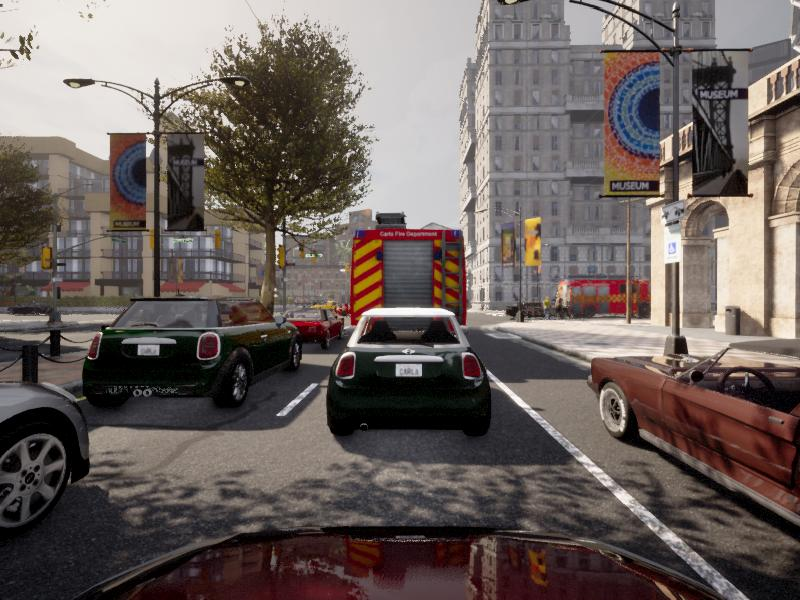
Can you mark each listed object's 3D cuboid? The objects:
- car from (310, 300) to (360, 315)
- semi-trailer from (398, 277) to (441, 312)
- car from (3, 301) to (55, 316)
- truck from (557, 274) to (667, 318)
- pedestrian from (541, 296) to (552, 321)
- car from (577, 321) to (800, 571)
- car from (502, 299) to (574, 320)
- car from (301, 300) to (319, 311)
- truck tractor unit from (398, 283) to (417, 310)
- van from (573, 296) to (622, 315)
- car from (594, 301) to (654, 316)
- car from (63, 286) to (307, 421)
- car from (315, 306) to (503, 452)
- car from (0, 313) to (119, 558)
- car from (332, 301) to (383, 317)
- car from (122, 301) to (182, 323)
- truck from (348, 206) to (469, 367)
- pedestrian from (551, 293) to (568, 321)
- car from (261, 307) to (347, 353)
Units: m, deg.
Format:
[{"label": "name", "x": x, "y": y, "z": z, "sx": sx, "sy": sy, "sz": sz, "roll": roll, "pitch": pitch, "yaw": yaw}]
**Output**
[{"label": "car", "x": -7.107, "y": 0.801, "z": 44.052, "sx": 1.801, "sy": 1.575, "sz": 5.366, "roll": 0, "pitch": 0, "yaw": 44}, {"label": "semi-trailer", "x": 2.403, "y": -0.618, "z": 57.545, "sx": 2.717, "sy": 4.402, "sz": 14.254, "roll": 0, "pitch": 0, "yaw": -12}, {"label": "car", "x": -37.560, "y": 0.826, "z": 40.572, "sx": 3.633, "sy": 1.501, "sz": 1.845, "roll": 0, "pitch": 0, "yaw": 1}, {"label": "truck", "x": 19.015, "y": -0.321, "z": 36.271, "sx": 8.468, "sy": 3.827, "sz": 2.891, "roll": 0, "pitch": 0, "yaw": 1}, {"label": "pedestrian", "x": 11.050, "y": 0.637, "z": 30.149, "sx": 0.751, "sy": 1.860, "sz": 0.751, "roll": 0, "pitch": 0, "yaw": 16}, {"label": "car", "x": 3.308, "y": 0.938, "z": 3.058, "sx": 1.895, "sy": 1.301, "sz": 4.718, "roll": 0, "pitch": 0, "yaw": 1}, {"label": "car", "x": 11.278, "y": 0.771, "z": 32.884, "sx": 5.238, "sy": 1.638, "sz": 1.930, "roll": 0, "pitch": 0, "yaw": 1}, {"label": "car", "x": -13.798, "y": 0.815, "z": 61.323, "sx": 1.789, "sy": 1.549, "sz": 3.705, "roll": 0, "pitch": 0, "yaw": 1}, {"label": "truck tractor unit", "x": 1.260, "y": -0.516, "z": 65.335, "sx": 3.053, "sy": 4.208, "sz": 6.516, "roll": 0, "pitch": 0, "yaw": 2}, {"label": "van", "x": 21.300, "y": 0.599, "z": 43.240, "sx": 4.442, "sy": 1.987, "sz": 1.775, "roll": 0, "pitch": 0, "yaw": 1}, {"label": "car", "x": 22.181, "y": 0.844, "z": 39.726, "sx": 4.892, "sy": 1.490, "sz": 1.837, "roll": 0, "pitch": 0, "yaw": 1}, {"label": "car", "x": -3.355, "y": 0.694, "z": 7.527, "sx": 2.097, "sy": 1.767, "sz": 4.553, "roll": 0, "pitch": 0, "yaw": 1}, {"label": "car", "x": 0.119, "y": 0.853, "z": 6.110, "sx": 1.970, "sy": 1.475, "sz": 3.806, "roll": 0, "pitch": 0, "yaw": 1}, {"label": "car", "x": -3.473, "y": 0.853, "z": 1.600, "sx": 1.970, "sy": 1.475, "sz": 3.806, "roll": 0, "pitch": 0, "yaw": 1}, {"label": "car", "x": -4.069, "y": 0.828, "z": 38.007, "sx": 4.514, "sy": 1.525, "sz": 2.007, "roll": 0, "pitch": 0, "yaw": -19}, {"label": "car", "x": -18.707, "y": 0.826, "z": 30.139, "sx": 4.974, "sy": 1.542, "sz": 2.038, "roll": 0, "pitch": 0, "yaw": 35}, {"label": "truck", "x": 0.274, "y": -0.321, "z": 13.781, "sx": 2.891, "sy": 3.827, "sz": 8.468, "roll": 0, "pitch": 0, "yaw": 1}, {"label": "pedestrian", "x": 11.087, "y": 0.485, "z": 27.797, "sx": 0.751, "sy": 1.860, "sz": 0.751, "roll": 0, "pitch": 0, "yaw": -27}, {"label": "car", "x": -3.218, "y": 0.944, "z": 14.445, "sx": 1.895, "sy": 1.301, "sz": 4.718, "roll": 0, "pitch": 0, "yaw": 1}]
